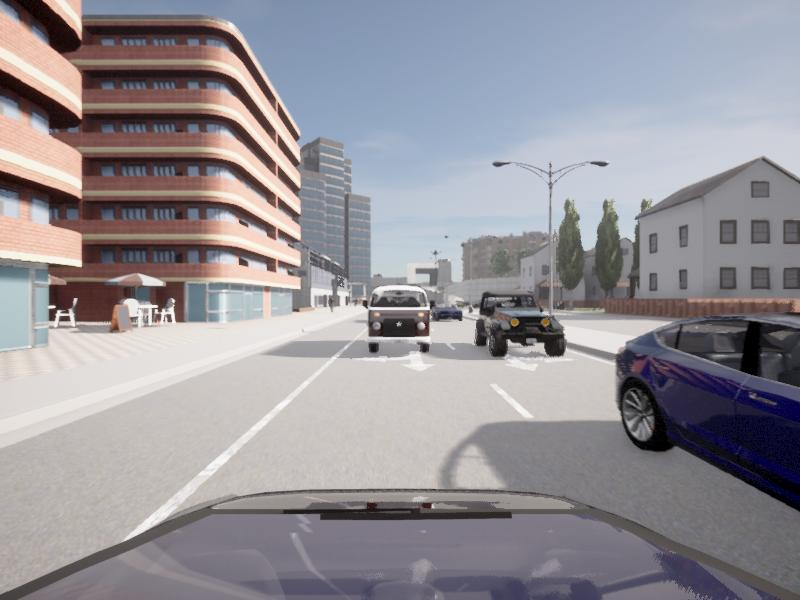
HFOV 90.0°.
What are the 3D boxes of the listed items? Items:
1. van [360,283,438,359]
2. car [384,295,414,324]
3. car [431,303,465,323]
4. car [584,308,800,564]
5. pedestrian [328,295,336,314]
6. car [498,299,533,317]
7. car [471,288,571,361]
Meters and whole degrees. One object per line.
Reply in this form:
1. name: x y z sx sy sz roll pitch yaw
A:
1. van: -0.040 0.563 12.933 2.069 2.038 4.480 0 0 0
2. car: -0.071 0.635 28.322 1.932 1.855 4.605 0 0 0
3. car: 3.419 0.923 29.412 1.895 1.301 4.718 0 0 0
4. car: 3.493 0.849 2.842 2.163 1.488 4.792 0 0 0
5. pedestrian: -6.848 0.457 40.460 0.751 1.860 0.751 0 0 -2
6. car: 11.390 0.750 39.821 2.033 1.649 4.856 0 0 0
7. car: 3.466 0.638 12.284 1.905 1.878 3.866 0 0 0
